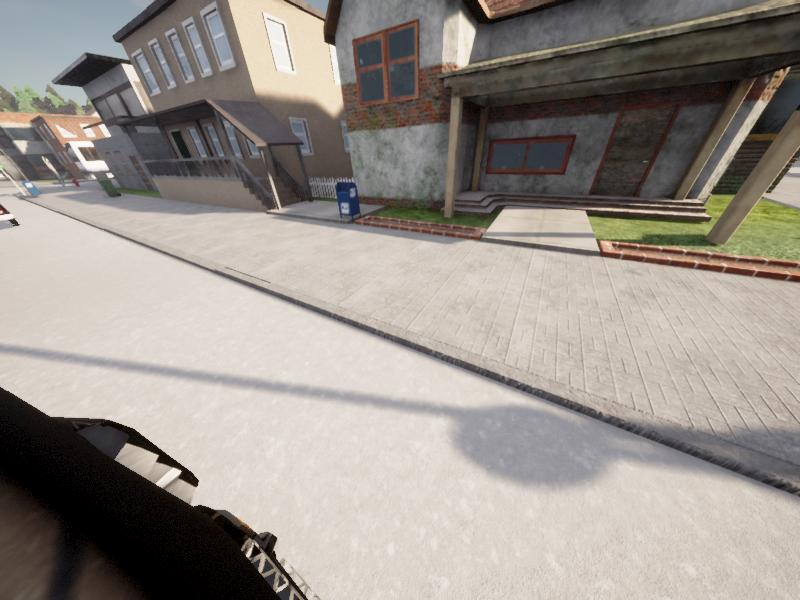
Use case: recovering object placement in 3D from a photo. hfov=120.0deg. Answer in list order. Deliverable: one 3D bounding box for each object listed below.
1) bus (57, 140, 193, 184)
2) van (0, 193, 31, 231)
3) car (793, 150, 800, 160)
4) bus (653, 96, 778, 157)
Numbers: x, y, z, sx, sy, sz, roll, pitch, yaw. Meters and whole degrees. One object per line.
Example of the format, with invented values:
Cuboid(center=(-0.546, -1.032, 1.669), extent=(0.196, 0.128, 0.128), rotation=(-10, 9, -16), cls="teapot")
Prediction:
Cuboid(center=(-35.503, -18.618, 30.812), extent=(3.944, 4.253, 10.273), rotation=(16, 38, 26), cls="bus")
Cuboid(center=(-18.577, -4.145, 9.782), extent=(4.480, 2.038, 2.069), rotation=(17, 39, 27), cls="van")
Cuboid(center=(29.612, -9.943, 15.061), extent=(1.801, 1.575, 5.366), rotation=(16, 38, 26), cls="car")
Cuboid(center=(32.714, -18.379, 25.049), extent=(3.944, 4.253, 10.273), rotation=(16, 38, 26), cls="bus")
